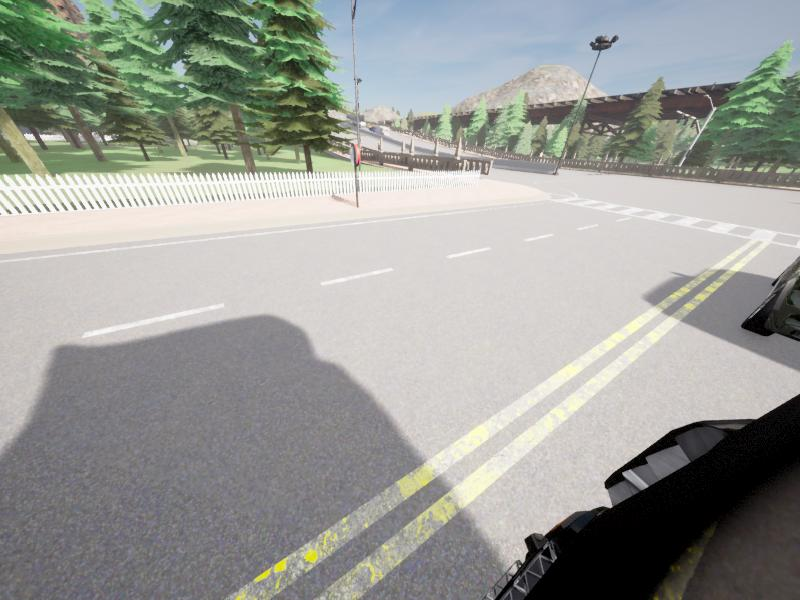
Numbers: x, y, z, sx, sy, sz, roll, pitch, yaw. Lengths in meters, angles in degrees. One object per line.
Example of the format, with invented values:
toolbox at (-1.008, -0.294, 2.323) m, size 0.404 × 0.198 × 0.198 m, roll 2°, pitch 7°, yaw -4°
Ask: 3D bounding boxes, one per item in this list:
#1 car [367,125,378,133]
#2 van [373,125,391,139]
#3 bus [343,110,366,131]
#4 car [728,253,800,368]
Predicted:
car at (-8.886, -55.825, 75.462) m, size 1.816 × 1.474 × 4.193 m, roll -17°, pitch 46°, yaw -27°
van at (-5.310, -47.818, 65.697) m, size 2.351 × 2.431 × 6.366 m, roll -17°, pitch 46°, yaw -27°
bus at (-15.206, -59.840, 77.031) m, size 3.944 × 4.253 × 10.273 m, roll -17°, pitch 46°, yaw -27°
car at (7.414, -0.202, 3.200) m, size 4.553 × 1.767 × 2.097 m, roll -16°, pitch 38°, yaw -26°
